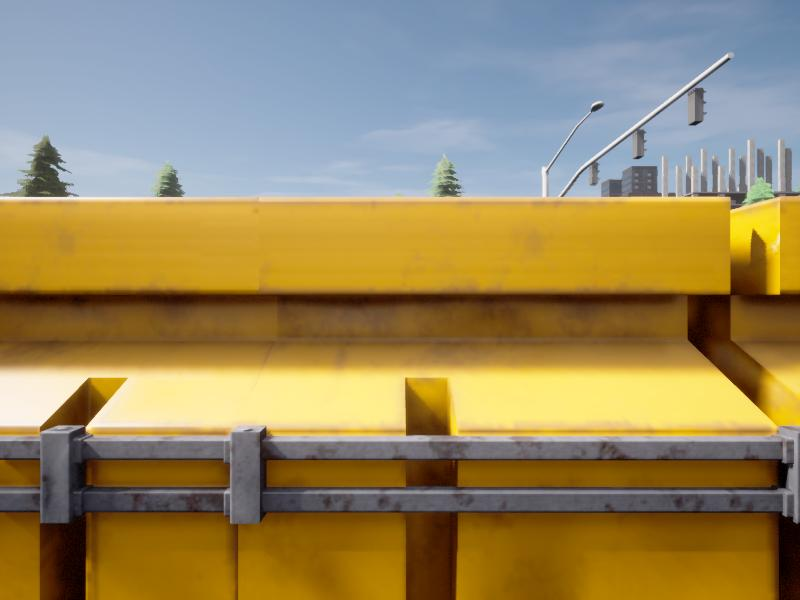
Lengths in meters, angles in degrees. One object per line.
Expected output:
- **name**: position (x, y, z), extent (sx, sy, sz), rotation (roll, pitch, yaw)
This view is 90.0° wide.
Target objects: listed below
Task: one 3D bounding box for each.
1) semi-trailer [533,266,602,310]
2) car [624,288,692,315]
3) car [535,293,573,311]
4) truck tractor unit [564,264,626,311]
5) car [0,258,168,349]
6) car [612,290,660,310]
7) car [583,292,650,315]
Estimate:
- **semi-trailer**: position (19.115, -1.221, 47.058), extent (2.717, 4.402, 14.254), rotation (0, 0, 2)
- **car**: position (18.474, 0.091, 28.975), extent (2.097, 1.767, 4.553), rotation (0, 0, 2)
- **car**: position (15.316, 0.169, 40.026), extent (1.930, 1.638, 5.238), rotation (0, 0, 2)
- **truck tractor unit**: position (18.799, -1.119, 39.152), extent (3.053, 4.208, 6.516), rotation (0, 0, 2)
- **car**: position (-8.205, 0.057, 9.199), extent (4.605, 1.855, 1.932), rotation (1, 0, 0)
- **car**: position (25.959, -0.037, 44.288), extent (2.150, 2.045, 5.566), rotation (0, 0, 2)
- **car**: position (14.937, 0.233, 27.992), extent (2.128, 1.511, 4.902), rotation (0, 0, 2)
